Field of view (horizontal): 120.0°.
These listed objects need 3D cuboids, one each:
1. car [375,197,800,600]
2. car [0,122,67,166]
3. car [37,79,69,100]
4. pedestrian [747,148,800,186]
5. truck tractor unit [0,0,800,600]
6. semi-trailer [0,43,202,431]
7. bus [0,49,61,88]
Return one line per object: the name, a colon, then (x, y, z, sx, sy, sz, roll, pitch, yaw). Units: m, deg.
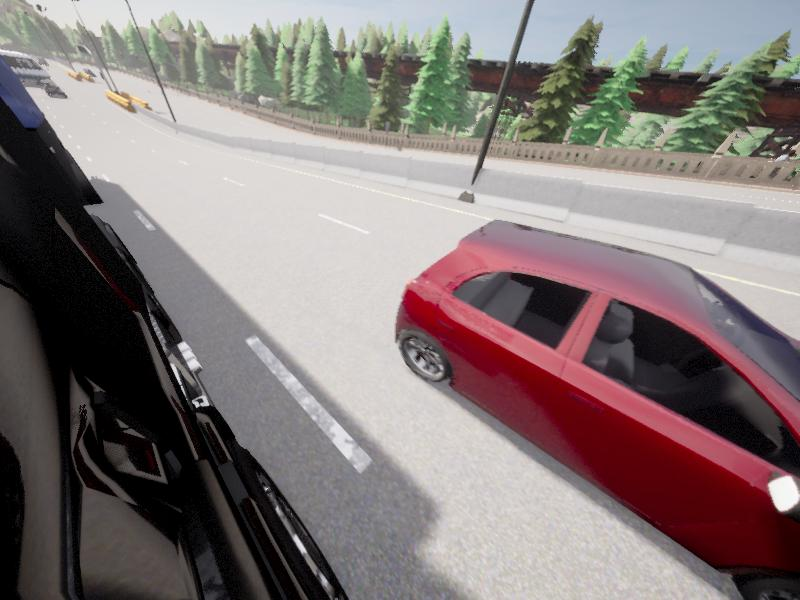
car: (1.764, 0.428, 1.918, 3.633, 1.501, 1.845, 28, 44, 30)
car: (-19.755, -8.375, 12.223, 5.366, 1.575, 1.801, 28, 44, 30)
car: (-53.286, -32.365, 35.476, 3.866, 1.878, 1.905, 34, 46, 26)
pedestrian: (22.822, -8.112, 14.085, 0.751, 1.860, 0.751, 34, 46, 25)
truck tractor unit: (-2.645, -0.295, 0.351, 6.516, 4.208, 3.053, 28, 44, 30)
semi-trailer: (-8.696, -3.612, 4.221, 14.254, 4.402, 2.717, 28, 44, 30)
bus: (-67.985, -39.701, 39.210, 3.944, 4.253, 10.273, 26, 43, 17)
